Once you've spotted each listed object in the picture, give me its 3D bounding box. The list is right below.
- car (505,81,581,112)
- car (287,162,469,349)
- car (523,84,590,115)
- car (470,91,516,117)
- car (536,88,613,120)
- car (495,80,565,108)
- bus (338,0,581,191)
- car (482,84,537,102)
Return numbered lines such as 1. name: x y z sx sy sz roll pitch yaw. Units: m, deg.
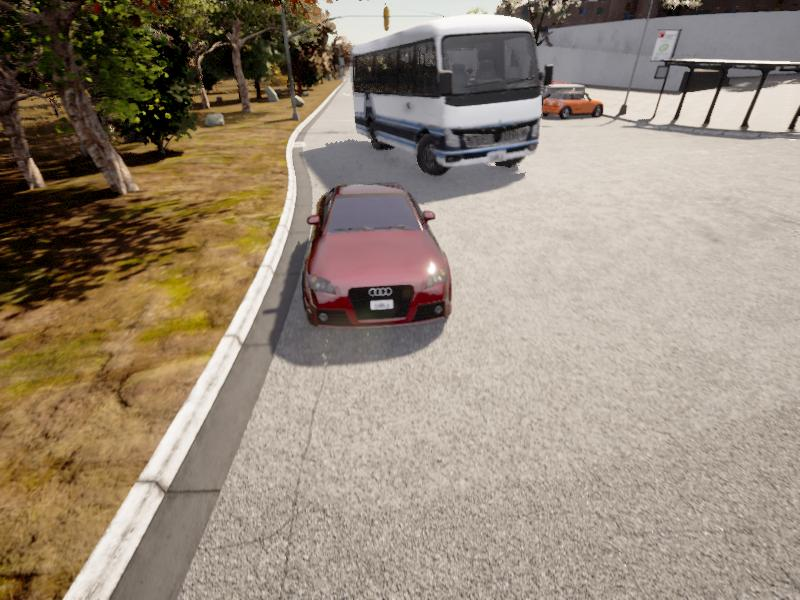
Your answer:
1. car: 11.990 -17.206 33.703 5.566 2.045 2.435 -13 33 -22
2. car: -0.465 -1.090 6.514 1.994 1.385 4.181 -3 30 -6
3. car: 12.153 -15.646 31.101 4.442 1.987 1.878 -13 33 -21
4. car: 7.137 -15.494 31.440 2.033 1.411 5.357 -2 31 -4
5. car: 12.452 -14.056 28.598 4.553 1.767 2.185 -12 33 -21
6. car: 11.784 -18.742 36.315 5.566 2.045 2.435 -13 33 -22
7. bus: 1.078 -7.591 14.852 3.944 4.253 10.273 -14 31 -16
8. car: 11.397 -21.596 41.660 5.366 1.575 1.946 -13 33 -22
